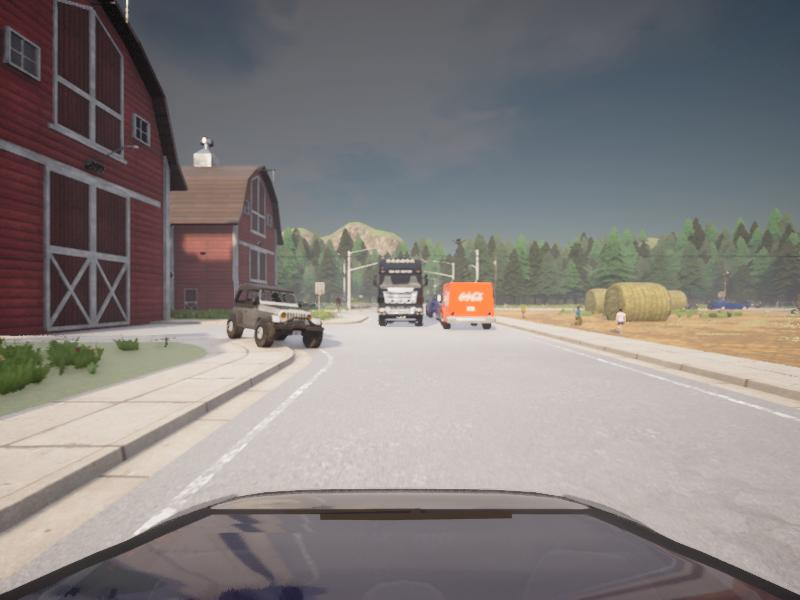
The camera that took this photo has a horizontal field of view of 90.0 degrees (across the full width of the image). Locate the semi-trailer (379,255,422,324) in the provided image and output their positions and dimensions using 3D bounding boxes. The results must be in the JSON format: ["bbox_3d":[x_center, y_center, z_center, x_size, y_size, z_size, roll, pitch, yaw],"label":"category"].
[{"bbox_3d":[0.178,-0.667,32.682,2.717,4.402,14.254,0,0,1],"label":"semi-trailer"}]

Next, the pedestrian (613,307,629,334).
[{"bbox_3d":[9.258,0.840,16.777,0.500,1.100,0.500,0,0,14],"label":"pedestrian"}]

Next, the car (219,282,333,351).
[{"bbox_3d":[-4.138,0.469,12.989,1.905,1.878,3.866,8,-3,-42],"label":"car"}]

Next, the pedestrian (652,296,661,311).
[{"bbox_3d":[31.401,0.423,49.020,0.751,1.860,0.751,0,0,10],"label":"pedestrian"}]

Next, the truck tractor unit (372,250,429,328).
[{"bbox_3d":[0.042,-0.567,24.769,3.053,4.208,6.516,0,0,0],"label":"truck tractor unit"}]

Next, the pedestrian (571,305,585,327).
[{"bbox_3d":[9.336,0.834,21.000,0.500,1.100,0.500,0,0,-6],"label":"pedestrian"}]

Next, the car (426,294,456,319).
[{"bbox_3d":[3.559,0.517,35.546,2.150,2.045,5.566,0,0,0],"label":"car"}]

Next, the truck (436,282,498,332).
[{"bbox_3d":[3.544,0.322,22.404,2.627,2.467,5.204,0,0,0],"label":"truck"}]

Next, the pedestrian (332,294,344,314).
[{"bbox_3d":[-5.641,0.372,36.519,0.751,1.860,0.751,0,0,-43],"label":"pedestrian"}]

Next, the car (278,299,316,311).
[{"bbox_3d":[-15.219,0.714,59.305,5.238,1.638,1.930,0,0,1],"label":"car"}]
